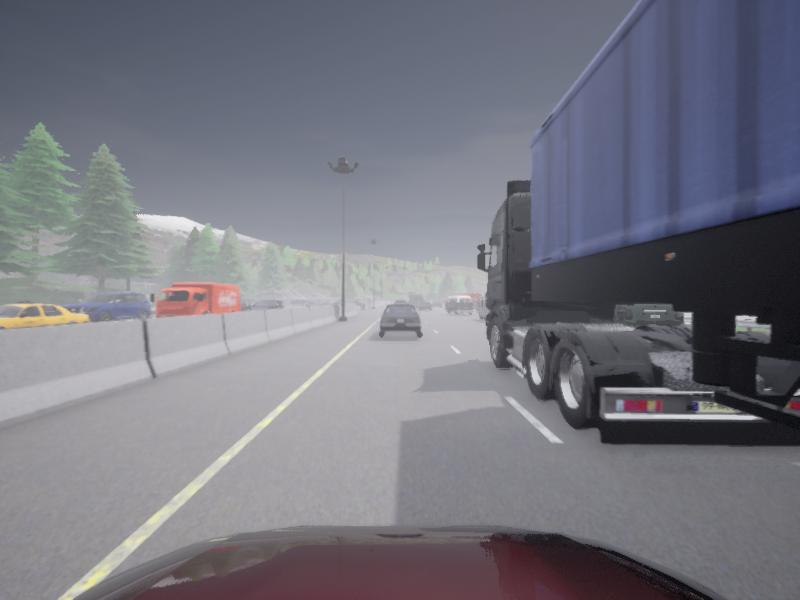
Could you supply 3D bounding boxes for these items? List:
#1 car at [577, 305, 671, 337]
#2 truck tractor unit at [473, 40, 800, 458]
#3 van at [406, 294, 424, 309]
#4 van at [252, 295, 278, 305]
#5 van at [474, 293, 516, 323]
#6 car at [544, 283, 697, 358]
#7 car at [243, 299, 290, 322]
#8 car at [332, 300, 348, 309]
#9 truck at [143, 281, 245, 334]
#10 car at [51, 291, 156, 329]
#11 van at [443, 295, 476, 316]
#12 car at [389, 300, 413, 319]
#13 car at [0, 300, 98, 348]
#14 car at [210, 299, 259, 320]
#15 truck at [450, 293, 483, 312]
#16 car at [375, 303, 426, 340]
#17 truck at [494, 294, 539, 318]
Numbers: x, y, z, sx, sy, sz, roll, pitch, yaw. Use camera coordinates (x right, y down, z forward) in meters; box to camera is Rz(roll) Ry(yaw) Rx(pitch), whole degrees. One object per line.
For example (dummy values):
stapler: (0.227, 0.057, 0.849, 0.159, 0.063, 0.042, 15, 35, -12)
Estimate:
car: (10.523, 0.928, 19.267, 1.895, 1.301, 4.718, 0, 0, 0)
truck tractor unit: (3.380, -0.529, 7.304, 3.053, 4.208, 6.516, 0, 0, 1)
van: (2.596, 0.265, 70.021, 1.988, 2.561, 5.915, 0, 0, -9)
van: (-34.558, 0.022, 102.205, 5.915, 2.561, 1.988, 0, 0, 0)
van: (7.055, 0.547, 30.134, 2.069, 2.038, 4.480, 0, 0, 0)
car: (7.011, 0.557, 13.673, 2.150, 2.045, 5.566, 0, 0, 0)
car: (-10.438, 0.752, 31.683, 2.033, 1.649, 4.856, 0, 0, 0)
car: (-10.331, 0.770, 69.101, 2.038, 1.542, 4.974, 0, 0, 0)
truck: (-10.470, 0.340, 20.951, 2.627, 2.467, 5.204, 0, 0, 0)
car: (-17.466, 0.550, 24.053, 2.150, 2.045, 5.566, 0, 0, 0)
van: (6.166, 0.540, 42.247, 2.069, 2.038, 4.480, 0, 0, -11)
car: (0.072, 0.796, 35.927, 2.038, 1.542, 4.974, 0, 0, 0)
car: (-13.988, 0.789, 14.635, 1.801, 1.575, 5.366, 0, 0, 0)
car: (-13.931, 0.728, 34.075, 2.242, 1.667, 4.611, 0, 0, 0)
truck: (9.164, 0.311, 55.612, 2.627, 2.467, 5.204, 0, 0, -13)
car: (0.022, 0.880, 18.458, 2.033, 1.411, 5.357, 0, 0, 0)
truck: (10.572, 0.512, 36.962, 2.390, 2.098, 6.274, 0, 0, 0)
